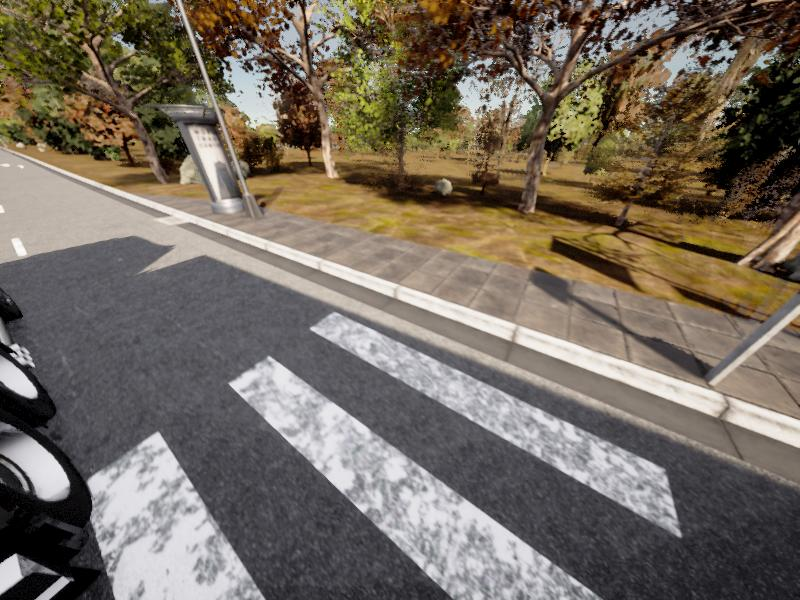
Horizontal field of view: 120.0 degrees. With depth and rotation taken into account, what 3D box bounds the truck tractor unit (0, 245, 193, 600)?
[{"bbox_3d":[-5.072,-0.340,0.827,6.516,4.208,3.053,20,39,26],"label":"truck tractor unit"}]
